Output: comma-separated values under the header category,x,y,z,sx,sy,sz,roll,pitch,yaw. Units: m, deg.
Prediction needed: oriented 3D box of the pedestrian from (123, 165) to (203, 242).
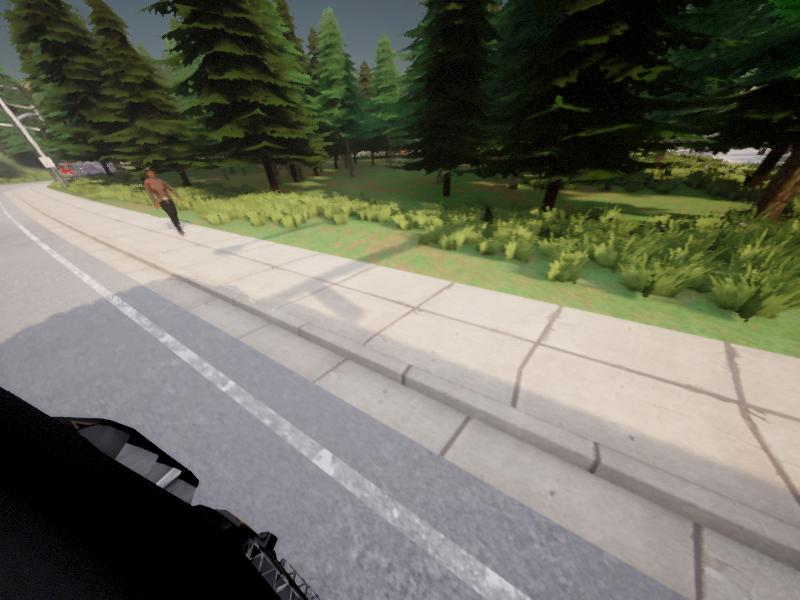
category,x,y,z,sx,sy,sz,roll,pitch,yaw
pedestrian,-6.692,-2.753,6.607,0.751,1.860,0.751,21,40,31

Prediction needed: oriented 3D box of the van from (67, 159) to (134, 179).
category,x,y,z,sx,sy,sz,roll,pitch,yaw
van,-50.689,-22.492,39.427,2.351,2.431,6.366,1,34,6

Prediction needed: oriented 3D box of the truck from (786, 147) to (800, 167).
category,x,y,z,sx,sy,sz,roll,pitch,yaw
truck,27.252,-8.796,13.372,2.390,2.098,6.274,17,38,27

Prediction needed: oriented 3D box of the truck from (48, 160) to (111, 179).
category,x,y,z,sx,sy,sz,roll,pitch,yaw
truck,-54.216,-22.290,39.351,2.627,2.467,5.204,-1,34,3
